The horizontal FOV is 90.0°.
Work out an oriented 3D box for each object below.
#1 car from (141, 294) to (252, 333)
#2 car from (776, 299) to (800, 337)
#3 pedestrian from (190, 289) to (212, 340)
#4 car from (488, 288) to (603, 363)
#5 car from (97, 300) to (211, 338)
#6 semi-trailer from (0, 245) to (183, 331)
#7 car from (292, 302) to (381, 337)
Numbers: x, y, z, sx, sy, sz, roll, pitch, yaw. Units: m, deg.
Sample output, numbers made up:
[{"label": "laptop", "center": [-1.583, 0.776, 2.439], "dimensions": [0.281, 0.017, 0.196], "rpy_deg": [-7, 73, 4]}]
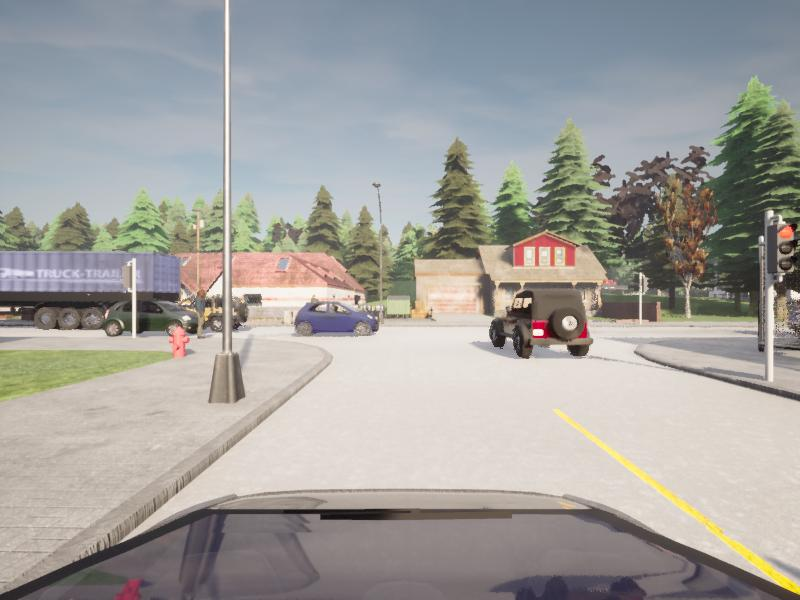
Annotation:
[{"label": "car", "center": [-10.117, 0.653, 20.177], "dimensions": [4.605, 1.855, 1.932], "rpy_deg": [0, 0, -1]}, {"label": "car", "center": [19.712, 0.778, 17.337], "dimensions": [4.856, 1.649, 2.033], "rpy_deg": [0, 0, 2]}, {"label": "pedestrian", "center": [-7.594, 0.534, 15.250], "dimensions": [0.751, 1.860, 0.751], "rpy_deg": [0, 0, -28]}, {"label": "car", "center": [4.124, 0.646, 12.103], "dimensions": [1.905, 1.878, 3.866], "rpy_deg": [0, 0, -3]}, {"label": "car", "center": [-10.894, 0.788, 17.944], "dimensions": [3.988, 1.617, 1.851], "rpy_deg": [0, 0, 1]}, {"label": "semi-trailer", "center": [-19.789, -0.619, 22.078], "dimensions": [14.254, 4.402, 2.717], "rpy_deg": [0, 0, 1]}, {"label": "car", "center": [-2.740, 0.827, 17.768], "dimensions": [3.633, 1.501, 1.845], "rpy_deg": [0, 0, 1]}]
